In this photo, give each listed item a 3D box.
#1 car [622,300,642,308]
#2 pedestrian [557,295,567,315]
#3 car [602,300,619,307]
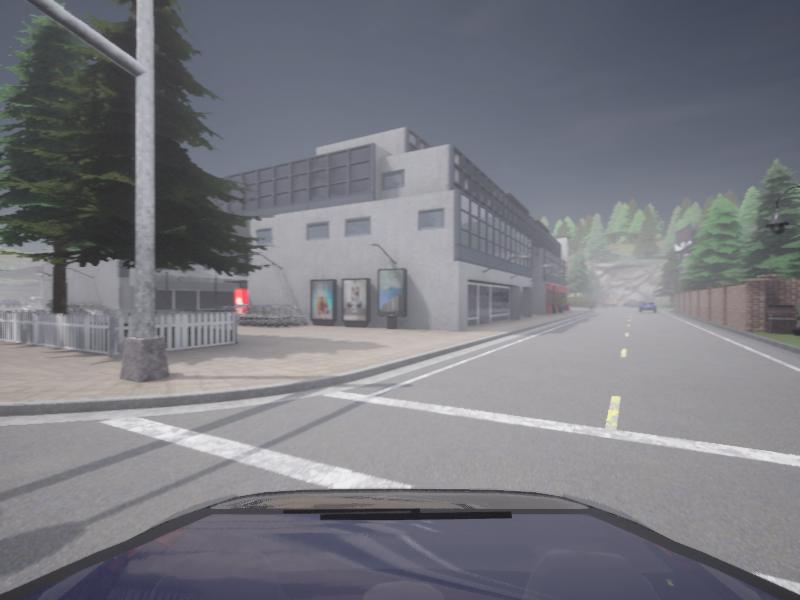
[{"bbox_3d":[47.778,0.752,82.653,2.242,1.667,4.611,0,0,12],"label":"car"},{"bbox_3d":[15.445,0.442,38.095,0.751,1.860,0.751,0,0,29],"label":"pedestrian"},{"bbox_3d":[44.797,0.742,85.297,1.882,1.535,5.008,0,0,12],"label":"car"}]
